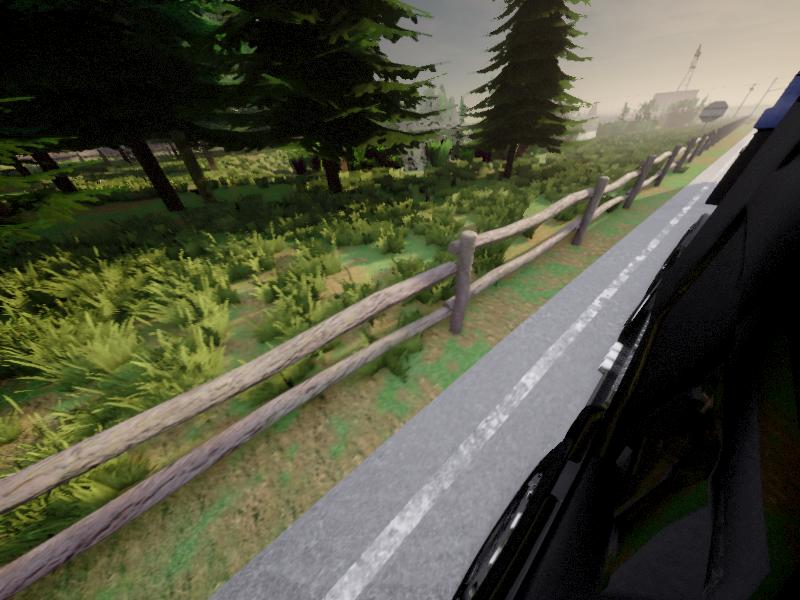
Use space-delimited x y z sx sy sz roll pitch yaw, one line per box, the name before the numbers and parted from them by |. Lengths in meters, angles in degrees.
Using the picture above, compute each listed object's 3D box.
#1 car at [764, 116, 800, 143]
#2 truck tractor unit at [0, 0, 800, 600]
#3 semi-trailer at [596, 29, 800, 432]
car | 31.794 -13.878 18.711 3.988 1.617 1.851 -27 43 -29
truck tractor unit | 2.645 -0.295 0.351 6.516 4.208 3.053 -28 44 -30
semi-trailer | 8.786 -3.552 4.128 14.254 4.402 2.717 -27 43 -29
